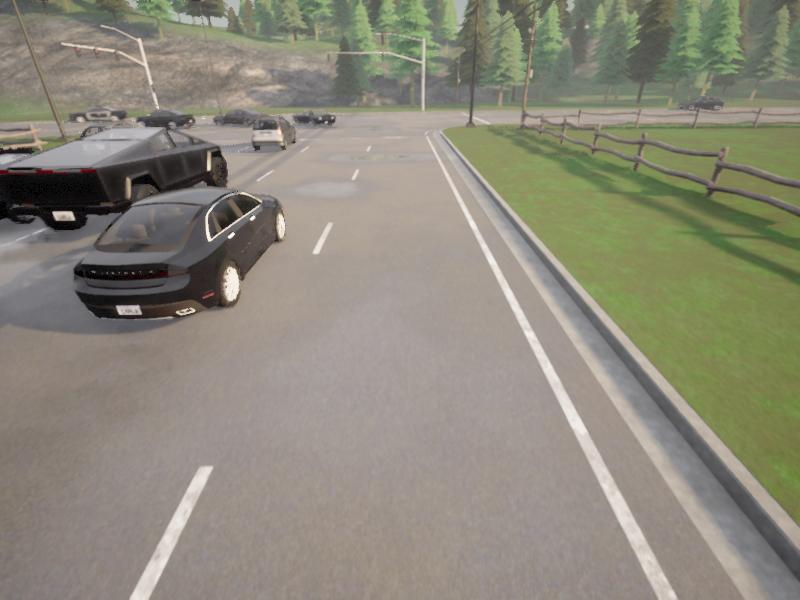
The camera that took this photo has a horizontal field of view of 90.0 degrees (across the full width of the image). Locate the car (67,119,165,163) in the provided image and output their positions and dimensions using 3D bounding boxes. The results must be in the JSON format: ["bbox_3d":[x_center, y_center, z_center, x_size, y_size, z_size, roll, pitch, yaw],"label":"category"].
[{"bbox_3d":[-13.969,-8.044,20.051,1.851,1.617,3.988,-1,28,0],"label":"car"}]

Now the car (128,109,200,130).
[{"bbox_3d":[-20.030,-15.383,34.004,5.008,1.535,1.882,5,27,11],"label":"car"}]

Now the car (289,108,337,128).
[{"bbox_3d":[-7.694,-16.070,35.233,1.895,1.301,4.718,-23,35,-35],"label":"car"}]

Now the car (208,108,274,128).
[{"bbox_3d":[-14.195,-16.292,35.709,5.357,1.411,2.033,10,30,20],"label":"car"}]

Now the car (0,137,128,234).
[{"bbox_3d":[-10.485,-3.438,11.312,1.930,1.638,5.238,-1,28,0],"label":"car"}]

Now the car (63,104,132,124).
[{"bbox_3d":[-31.430,-19.435,41.761,5.238,1.638,1.930,-9,29,-14],"label":"car"}]

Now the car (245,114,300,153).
[{"bbox_3d":[-7.035,-9.474,22.550,1.851,1.617,3.988,-1,28,-1],"label":"car"}]

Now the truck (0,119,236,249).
[{"bbox_3d":[-6.989,-3.513,10.878,2.390,2.098,6.274,-1,28,0],"label":"truck"}]

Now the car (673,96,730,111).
[{"bbox_3d":[35.561,-23.231,47.311,4.892,1.490,1.837,-1,28,1],"label":"car"}]

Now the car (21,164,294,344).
[{"bbox_3d":[-3.491,-1.232,7.165,1.837,1.490,4.892,-1,28,0],"label":"car"}]
